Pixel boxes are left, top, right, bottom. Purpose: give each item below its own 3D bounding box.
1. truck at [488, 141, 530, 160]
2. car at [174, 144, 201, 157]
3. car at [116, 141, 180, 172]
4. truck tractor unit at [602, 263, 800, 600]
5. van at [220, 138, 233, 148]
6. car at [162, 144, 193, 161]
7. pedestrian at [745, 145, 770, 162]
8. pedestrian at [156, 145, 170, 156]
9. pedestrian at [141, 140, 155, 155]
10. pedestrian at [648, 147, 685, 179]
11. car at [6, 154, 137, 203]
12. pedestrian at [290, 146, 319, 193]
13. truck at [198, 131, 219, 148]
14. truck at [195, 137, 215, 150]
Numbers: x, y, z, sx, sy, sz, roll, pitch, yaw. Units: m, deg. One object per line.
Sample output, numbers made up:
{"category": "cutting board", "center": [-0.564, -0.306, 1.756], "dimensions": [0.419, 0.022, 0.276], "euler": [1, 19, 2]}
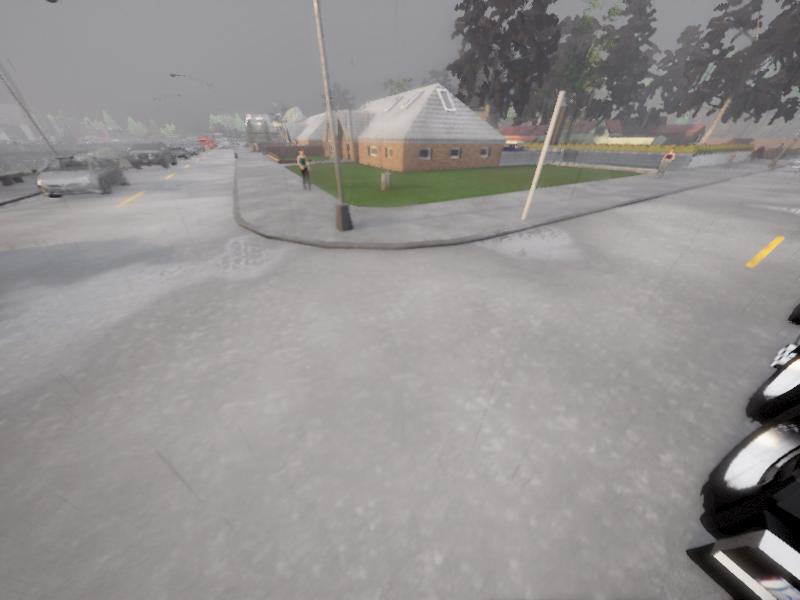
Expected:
{"category": "truck", "center": [14.646, -20.456, 31.450], "dimensions": [2.069, 2.038, 4.478], "euler": [-18, 39, -24]}
{"category": "car", "center": [-32.514, -23.056, 35.505], "dimensions": [2.038, 1.542, 4.974], "euler": [-18, 39, -24]}
{"category": "car", "center": [-22.130, -12.976, 20.662], "dimensions": [2.150, 2.045, 5.566], "euler": [-17, 38, -23]}
{"category": "truck tractor unit", "center": [5.113, -0.298, 0.785], "dimensions": [6.516, 4.208, 3.053], "euler": [-18, 39, -24]}
{"category": "van", "center": [-50.720, -46.059, 67.615], "dimensions": [2.351, 2.431, 6.366], "euler": [-18, 39, -24]}
{"category": "car", "center": [-28.232, -18.836, 29.414], "dimensions": [1.851, 1.617, 3.988], "euler": [-18, 39, -24]}
{"category": "pedestrian", "center": [45.527, -18.662, 29.430], "dimensions": [0.751, 1.860, 0.751], "euler": [-16, 38, -22]}
{"category": "pedestrian", "center": [-34.202, -21.599, 33.371], "dimensions": [0.751, 1.300, 0.751], "euler": [-9, 36, -13]}
{"category": "pedestrian", "center": [-37.620, -22.744, 34.495], "dimensions": [0.751, 1.860, 0.751], "euler": [-27, 43, -34]}
{"category": "pedestrian", "center": [18.286, -9.434, 15.905], "dimensions": [0.751, 1.860, 0.751], "euler": [-17, 38, -23]}
{"category": "car", "center": [-15.487, -6.159, 11.378], "dimensions": [2.007, 1.525, 4.514], "euler": [-18, 39, -24]}
{"category": "pedestrian", "center": [-4.598, -6.286, 11.153], "dimensions": [0.751, 1.860, 0.751], "euler": [-19, 39, -26]}
{"category": "truck", "center": [-54.575, -45.889, 66.110], "dimensions": [2.891, 3.827, 8.468], "euler": [-18, 39, -24]}
{"category": "truck", "center": [-47.073, -37.890, 55.872], "dimensions": [2.627, 2.467, 5.204], "euler": [-18, 39, -24]}
